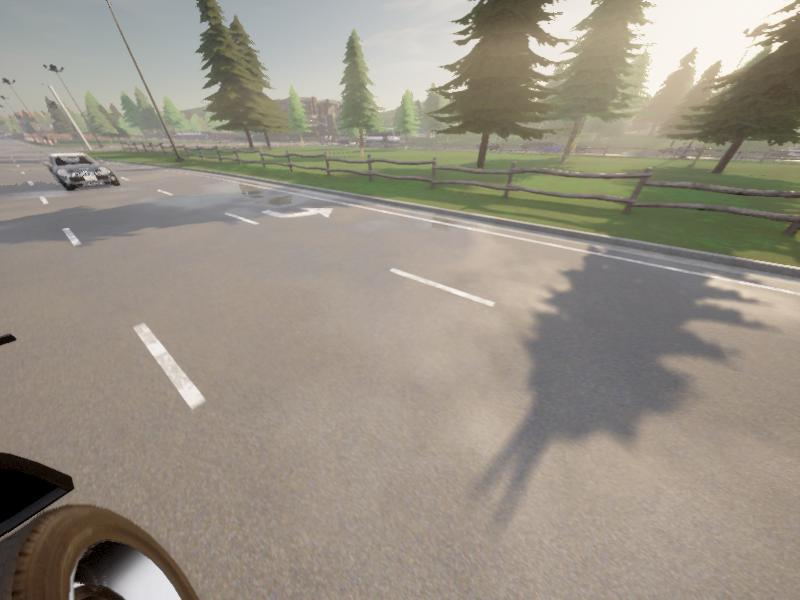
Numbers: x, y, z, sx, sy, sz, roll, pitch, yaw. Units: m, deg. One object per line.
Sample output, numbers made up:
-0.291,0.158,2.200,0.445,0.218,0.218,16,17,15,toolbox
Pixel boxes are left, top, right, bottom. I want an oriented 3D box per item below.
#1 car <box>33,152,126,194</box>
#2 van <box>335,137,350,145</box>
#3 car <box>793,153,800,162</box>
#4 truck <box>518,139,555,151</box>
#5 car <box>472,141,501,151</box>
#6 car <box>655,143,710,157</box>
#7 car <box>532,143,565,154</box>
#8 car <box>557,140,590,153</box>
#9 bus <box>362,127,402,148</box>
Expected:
-16.386,-6.619,11.832,3.806,1.475,1.970,22,41,28,car
-18.457,-50.819,73.966,4.442,1.987,1.775,22,41,28,van
51.387,-17.007,27.097,4.856,1.649,2.033,22,41,28,car
29.457,-33.629,50.008,6.274,2.098,2.390,22,41,28,truck
18.416,-33.042,49.463,5.238,1.638,1.930,22,41,28,car
45.517,-24.366,37.449,5.238,1.638,1.930,22,41,28,car
26.513,-27.197,41.366,4.514,1.525,2.007,22,41,28,car
33.218,-29.522,44.421,4.605,1.855,1.932,22,41,28,car
-4.806,-43.577,61.885,10.273,4.253,3.944,22,41,28,bus
